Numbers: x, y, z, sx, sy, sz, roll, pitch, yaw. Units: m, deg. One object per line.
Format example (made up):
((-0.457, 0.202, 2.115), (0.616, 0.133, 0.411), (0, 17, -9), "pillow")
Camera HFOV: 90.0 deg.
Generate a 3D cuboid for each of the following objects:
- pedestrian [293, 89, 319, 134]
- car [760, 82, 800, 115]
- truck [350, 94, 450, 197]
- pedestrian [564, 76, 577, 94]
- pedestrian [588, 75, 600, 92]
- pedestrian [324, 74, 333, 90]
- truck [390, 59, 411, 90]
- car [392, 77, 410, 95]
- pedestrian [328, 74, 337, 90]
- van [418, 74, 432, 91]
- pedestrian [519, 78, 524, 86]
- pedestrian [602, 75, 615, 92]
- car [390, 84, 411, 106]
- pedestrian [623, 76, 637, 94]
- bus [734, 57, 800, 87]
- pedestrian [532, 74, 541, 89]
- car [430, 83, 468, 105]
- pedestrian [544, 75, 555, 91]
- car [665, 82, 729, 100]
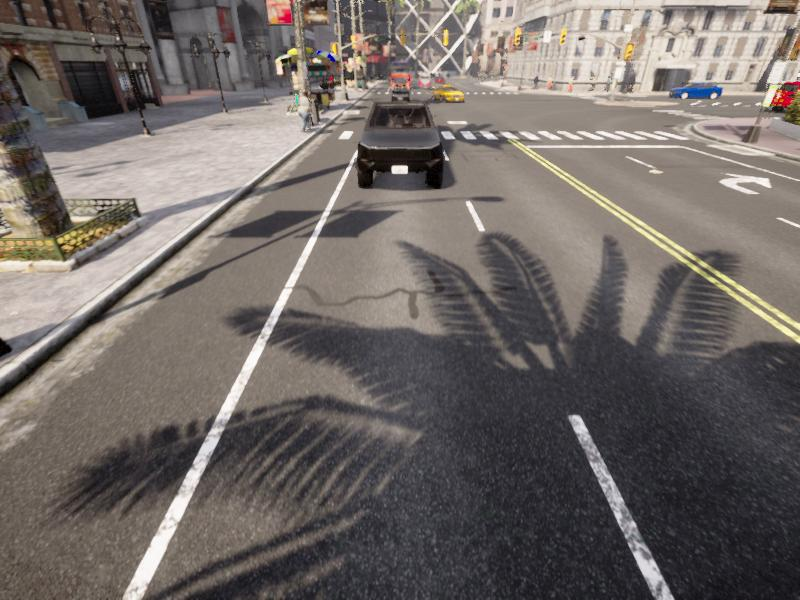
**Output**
((-4.529, -9.057, 19.252), (0.751, 1.860, 0.751), (-22, 37, -32), "pedestrian")
((30.477, -14.833, 29.368), (5.566, 2.045, 2.150), (0, 30, -1), "car")
((0.011, -5.241, 12.862), (2.390, 2.098, 6.274), (0, 30, 0), "truck")
((20.436, -25.792, 47.890), (0.751, 1.860, 0.751), (-9, 32, -16), "pedestrian")
((24.227, -27.041, 50.034), (0.751, 1.860, 0.751), (0, 30, -1), "pedestrian")
((-9.785, -29.782, 54.628), (0.751, 1.860, 0.751), (-26, 39, -37), "pedestrian")
((0.105, -33.595, 59.567), (2.891, 3.827, 8.468), (0, 30, 0), "truck")
((0.077, -26.246, 49.026), (2.097, 1.767, 4.553), (0, 30, 0), "car")
((-9.191, -29.512, 54.167), (0.751, 1.860, 0.751), (26, 39, 37), "pedestrian")
((3.616, -31.728, 58.208), (1.775, 1.987, 4.442), (0, 30, 0), "van")
((20.208, -36.274, 66.541), (0.500, 1.100, 0.500), (0, 30, 0), "pedestrian")
((26.548, -27.578, 50.955), (0.751, 1.860, 0.751), (0, 30, 0), "pedestrian")
((0.051, -18.542, 36.115), (1.789, 1.549, 3.705), (0, 30, 0), "car")
((27.563, -25.796, 47.916), (0.751, 1.860, 0.751), (-6, 31, -11), "pedestrian")
((64.940, -39.744, 69.813), (3.944, 4.253, 10.273), (0, 30, 0), "bus")
((19.246, -30.794, 56.428), (0.751, 1.860, 0.751), (-1, 30, -2), "pedestrian")
((4.517, -19.669, 38.021), (1.801, 1.575, 5.366), (-6, 31, -12), "car")
((19.437, -28.171, 51.951), (0.751, 1.860, 0.751), (-2, 30, -3), "pedestrian")
((31.422, -22.204, 42.461), (5.008, 1.535, 1.882), (0, 30, 0), "car")
